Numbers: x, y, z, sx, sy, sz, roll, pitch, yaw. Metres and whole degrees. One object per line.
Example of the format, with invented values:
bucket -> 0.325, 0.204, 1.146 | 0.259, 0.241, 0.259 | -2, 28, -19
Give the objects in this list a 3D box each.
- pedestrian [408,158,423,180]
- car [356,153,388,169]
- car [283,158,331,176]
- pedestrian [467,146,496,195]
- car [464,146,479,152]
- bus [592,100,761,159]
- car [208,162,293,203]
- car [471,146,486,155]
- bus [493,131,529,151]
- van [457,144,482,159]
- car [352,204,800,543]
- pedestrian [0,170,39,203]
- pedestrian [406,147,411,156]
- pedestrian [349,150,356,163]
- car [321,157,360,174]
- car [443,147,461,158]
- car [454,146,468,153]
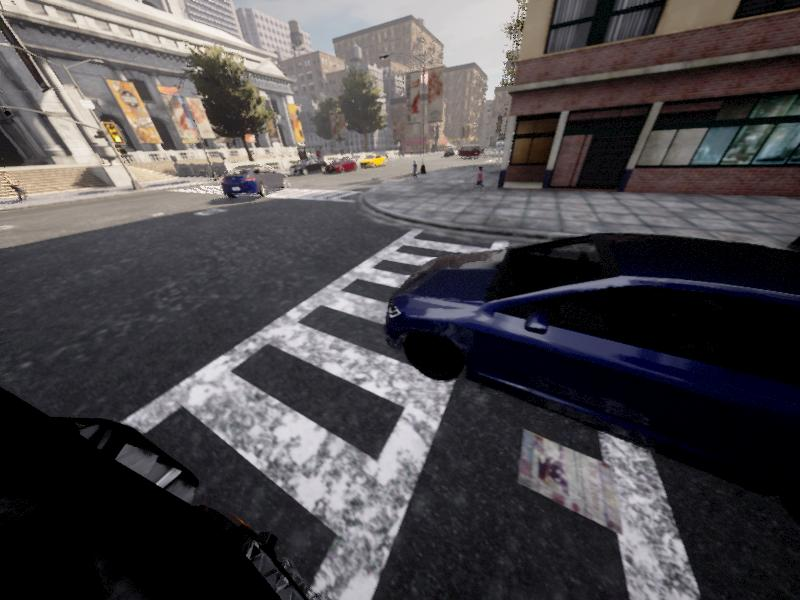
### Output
pedestrian -> 1.093, -9.430, 16.624 | 0.751, 1.300, 0.751 | 24, 42, 34
car -> -3.711, -19.177, 31.828 | 1.882, 1.535, 5.008 | 13, 37, 23
car -> -10.673, -15.576, 26.973 | 2.128, 1.511, 4.902 | 14, 37, 24
pedestrian -> 3.707, -5.928, 10.620 | 0.751, 1.860, 0.751 | 25, 43, 35
car -> 23.627, -49.652, 75.853 | 4.718, 1.301, 1.895 | -21, 38, -25
bus -> 28.280, -18.008, 25.041 | 10.273, 4.253, 3.944 | 14, 37, 24
car -> -9.181, -7.718, 14.891 | 2.152, 1.651, 5.027 | -3, 33, 1
car -> 18.184, -34.494, 53.248 | 2.163, 1.488, 4.792 | 15, 38, 25
bus -> 31.608, -45.104, 65.681 | 10.273, 4.253, 3.944 | -25, 39, -30
van -> 11.944, -25.643, 39.929 | 1.775, 1.987, 4.442 | -13, 35, -14
car -> 1.866, 0.171, 2.230 | 4.193, 1.474, 1.816 | 15, 38, 26
pedestrian -> -26.035, -7.670, 15.632 | 0.751, 1.860, 0.751 | 8, 35, 17
pedestrian -> 2.153, -37.865, 58.958 | 0.751, 1.860, 0.751 | 20, 40, 30
pedestrian -> -8.635, -26.234, 42.264 | 0.751, 1.860, 0.751 | 14, 37, 24
car -> -6.787, -15.608, 26.839 | 1.994, 1.385, 4.181 | 14, 37, 23
car -> 10.904, -30.812, 48.232 | 2.038, 1.542, 4.974 | 14, 37, 24
car -> 19.249, -47.512, 72.837 | 4.674, 1.452, 2.002 | -29, 41, -33
